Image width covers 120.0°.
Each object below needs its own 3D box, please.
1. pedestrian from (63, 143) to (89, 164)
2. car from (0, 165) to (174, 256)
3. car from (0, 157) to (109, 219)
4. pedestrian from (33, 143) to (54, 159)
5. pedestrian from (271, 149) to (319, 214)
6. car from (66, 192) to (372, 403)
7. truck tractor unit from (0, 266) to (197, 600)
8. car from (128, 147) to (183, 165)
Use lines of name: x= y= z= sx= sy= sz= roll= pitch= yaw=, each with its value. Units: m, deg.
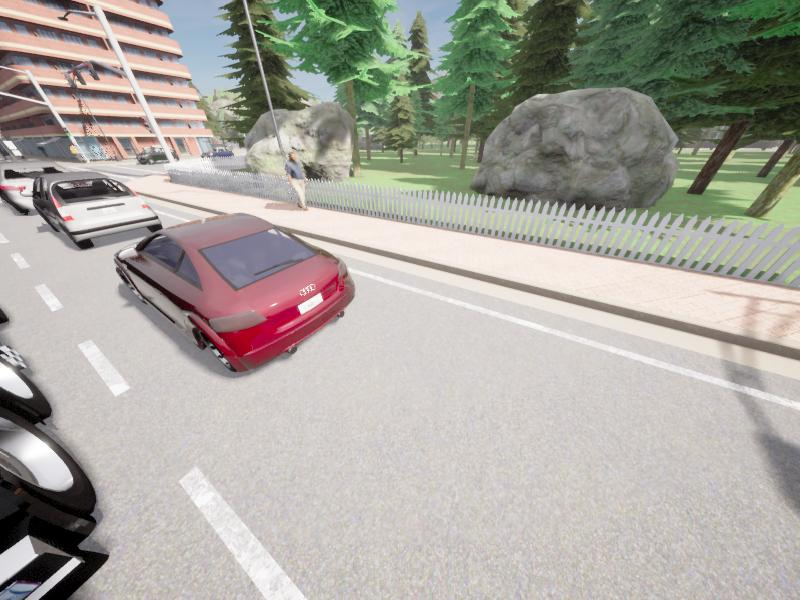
pedestrian: x=-35.187 y=-15.931 z=25.103 sx=0.751 sy=1.860 sz=0.751 roll=19 pitch=39 yaw=25
car: x=-8.953 y=-2.771 z=6.636 sx=3.988 sy=1.617 sz=1.851 roll=18 pitch=39 yaw=25
car: x=-15.008 y=-4.844 z=9.600 sx=4.611 sy=1.667 sz=2.242 roll=19 pitch=39 yaw=25
pedestrian: x=-50.925 y=-21.270 z=32.964 sx=0.751 sy=1.860 sz=0.751 roll=19 pitch=39 yaw=26
pedestrian: x=-3.507 y=-4.018 z=7.859 sx=0.751 sy=1.860 sz=0.751 roll=18 pitch=39 yaw=24
car: x=-2.773 y=-0.593 z=3.673 sx=4.181 sy=1.385 sz=1.994 roll=20 pitch=40 yaw=26
truck tractor unit: x=-5.114 y=-0.298 z=0.774 sx=6.516 sy=4.208 sz=3.053 roll=18 pitch=39 yaw=24
car: x=-27.810 y=-16.505 z=26.441 sx=1.789 sy=1.549 sz=3.705 roll=11 pitch=36 yaw=15
